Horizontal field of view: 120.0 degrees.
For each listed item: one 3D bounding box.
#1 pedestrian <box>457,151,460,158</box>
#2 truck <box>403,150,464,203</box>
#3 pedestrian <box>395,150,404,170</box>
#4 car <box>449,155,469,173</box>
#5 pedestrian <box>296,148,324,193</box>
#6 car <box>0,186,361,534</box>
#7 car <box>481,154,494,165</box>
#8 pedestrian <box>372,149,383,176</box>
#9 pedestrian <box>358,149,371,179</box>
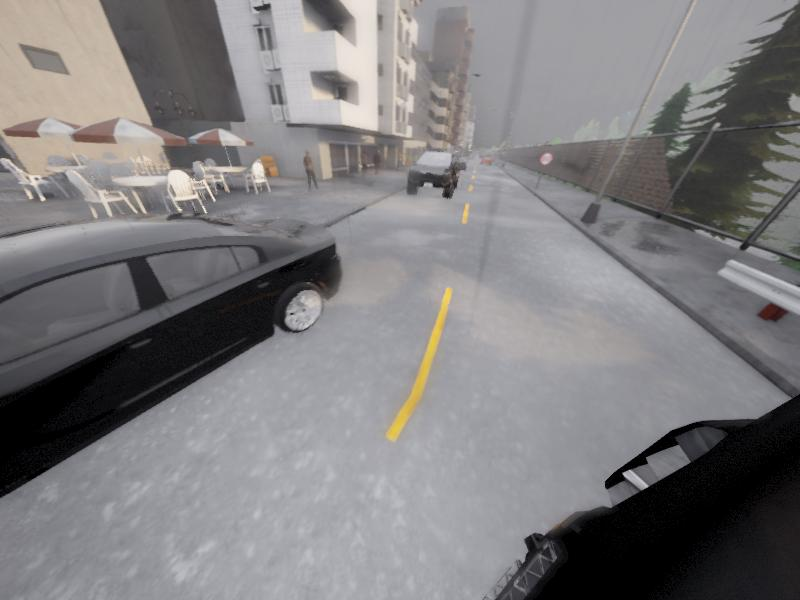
[{"bbox_3d":[20.780,-51.914,82.382,0.751,1.860,0.751,4,33,2],"label":"pedestrian"},{"bbox_3d":[2.242,-7.555,13.706,2.390,2.098,6.274,11,34,12],"label":"truck"},{"bbox_3d":[-0.049,-15.376,25.430,0.751,1.860,0.751,6,33,5],"label":"pedestrian"},{"bbox_3d":[7.774,-17.739,29.989,1.930,1.638,5.238,11,34,12],"label":"car"},{"bbox_3d":[-4.439,-6.441,11.494,0.751,1.860,0.751,8,34,7],"label":"pedestrian"},{"bbox_3d":[-2.793,0.116,2.202,1.882,1.535,5.008,22,38,25],"label":"car"},{"bbox_3d":[18.235,-29.460,48.424,2.097,1.767,4.553,11,34,12],"label":"car"},{"bbox_3d":[-1.932,-11.681,19.632,0.751,1.860,0.751,7,34,6],"label":"pedestrian"},{"bbox_3d":[-2.653,-10.272,17.439,0.751,1.860,0.751,7,34,6],"label":"pedestrian"}]
